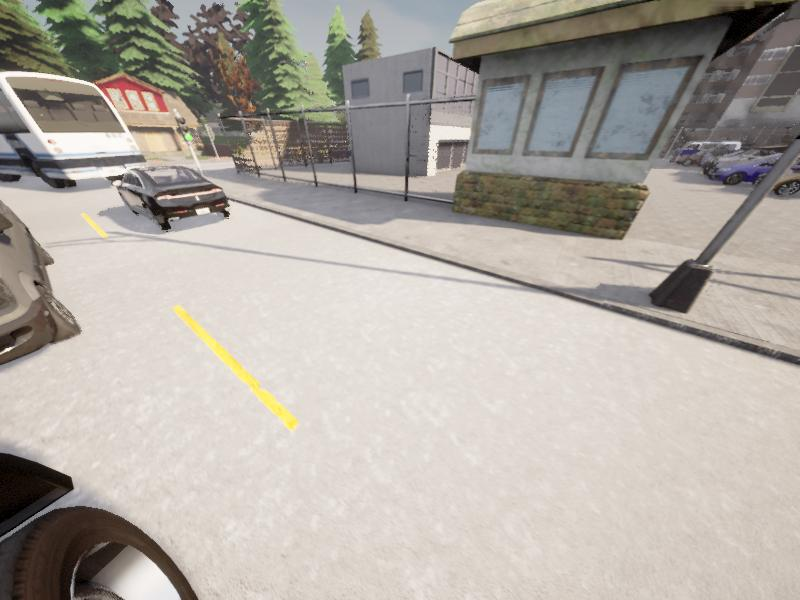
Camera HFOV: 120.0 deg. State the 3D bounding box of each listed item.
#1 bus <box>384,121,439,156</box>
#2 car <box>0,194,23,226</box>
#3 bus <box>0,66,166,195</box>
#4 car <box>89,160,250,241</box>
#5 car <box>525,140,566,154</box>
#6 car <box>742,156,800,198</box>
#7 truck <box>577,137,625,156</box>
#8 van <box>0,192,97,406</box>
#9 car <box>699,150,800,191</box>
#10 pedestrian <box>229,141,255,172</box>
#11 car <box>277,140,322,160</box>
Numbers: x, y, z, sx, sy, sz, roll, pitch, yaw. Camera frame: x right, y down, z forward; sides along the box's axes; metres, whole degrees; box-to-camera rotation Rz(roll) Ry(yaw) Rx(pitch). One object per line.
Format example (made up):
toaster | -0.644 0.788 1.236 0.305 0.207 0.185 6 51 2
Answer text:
bus | 2.123 -27.184 38.850 3.944 4.253 10.273 23 41 28
car | -13.932 -3.237 7.042 3.705 1.549 1.789 21 40 26
bus | -19.086 -8.543 12.181 10.273 4.253 3.944 12 38 18
car | -7.455 -3.469 7.463 4.902 1.511 2.128 23 41 28
car | 26.124 -27.629 41.595 5.566 2.045 2.150 23 41 28
car | 19.417 -5.396 10.297 4.193 1.474 1.816 23 41 28
truck | 32.604 -25.104 37.697 5.204 2.467 2.627 22 41 28
van | -6.654 -0.824 2.828 5.915 2.561 1.988 22 40 29
car | 20.665 -7.178 12.720 4.611 1.667 2.242 23 41 28
pedestrian | -11.326 -10.314 16.609 0.751 1.860 0.751 22 41 28
car | -12.275 -18.649 28.660 1.932 1.855 4.605 22 40 27
